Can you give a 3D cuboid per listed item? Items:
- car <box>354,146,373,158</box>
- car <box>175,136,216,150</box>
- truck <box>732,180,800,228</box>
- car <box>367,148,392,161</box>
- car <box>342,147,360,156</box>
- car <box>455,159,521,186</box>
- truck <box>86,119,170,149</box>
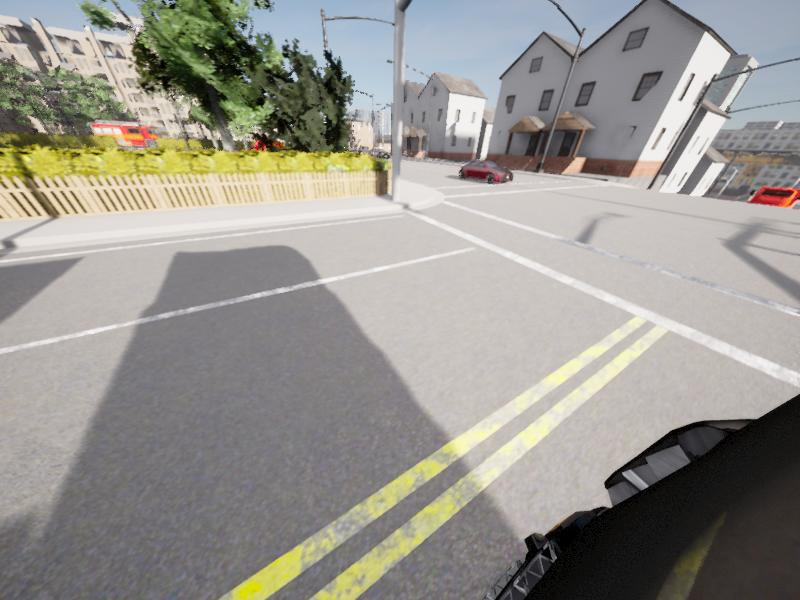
[{"bbox_3d":[-6.581,-26.514,41.461,1.851,1.617,3.988,-16,38,-25],"label":"car"},{"bbox_3d":[-40.227,-30.966,45.635,5.566,2.045,2.150,-16,38,-25],"label":"car"},{"bbox_3d":[31.159,-7.997,19.495,5.204,2.467,2.627,-4,31,-33],"label":"truck"},{"bbox_3d":[-3.354,-23.246,36.862,2.038,1.542,4.974,-16,38,-25],"label":"car"},{"bbox_3d":[-9.846,-29.715,46.171,1.812,1.442,4.674,-16,38,-25],"label":"car"},{"bbox_3d":[6.482,-9.724,17.485,1.994,1.385,4.181,-19,40,-29],"label":"car"},{"bbox_3d":[-48.087,-29.529,41.418,8.468,3.827,2.891,-15,38,-24],"label":"truck"}]
